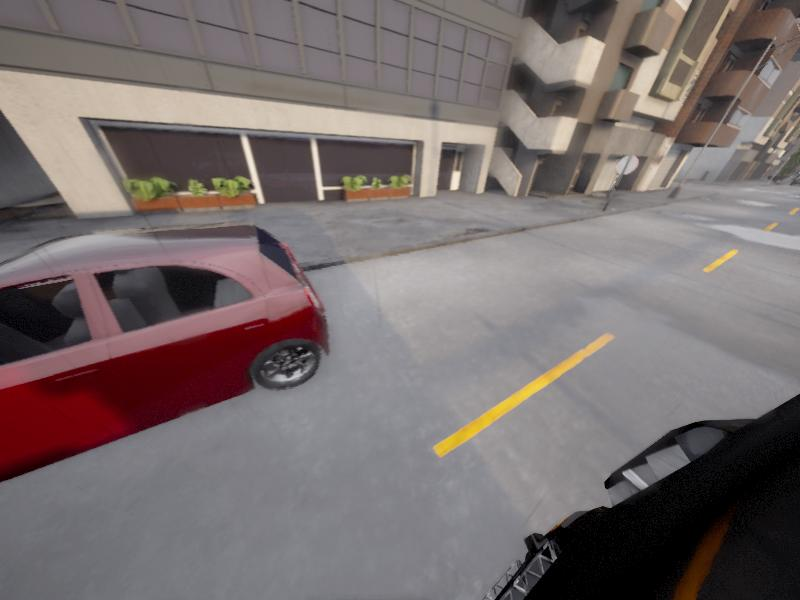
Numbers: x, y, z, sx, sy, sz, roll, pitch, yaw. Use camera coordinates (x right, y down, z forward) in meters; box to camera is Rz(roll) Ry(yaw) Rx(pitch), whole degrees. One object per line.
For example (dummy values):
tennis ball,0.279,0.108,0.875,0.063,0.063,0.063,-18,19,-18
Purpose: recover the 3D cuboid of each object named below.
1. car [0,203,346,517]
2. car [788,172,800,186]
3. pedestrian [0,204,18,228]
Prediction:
car,-2.613,0.231,2.055,3.633,1.501,1.845,-16,38,-26
car,57.208,-16.937,32.296,4.553,1.767,2.097,-16,38,-26
pedestrian,-10.427,-2.567,5.263,0.751,1.860,0.751,3,33,0
